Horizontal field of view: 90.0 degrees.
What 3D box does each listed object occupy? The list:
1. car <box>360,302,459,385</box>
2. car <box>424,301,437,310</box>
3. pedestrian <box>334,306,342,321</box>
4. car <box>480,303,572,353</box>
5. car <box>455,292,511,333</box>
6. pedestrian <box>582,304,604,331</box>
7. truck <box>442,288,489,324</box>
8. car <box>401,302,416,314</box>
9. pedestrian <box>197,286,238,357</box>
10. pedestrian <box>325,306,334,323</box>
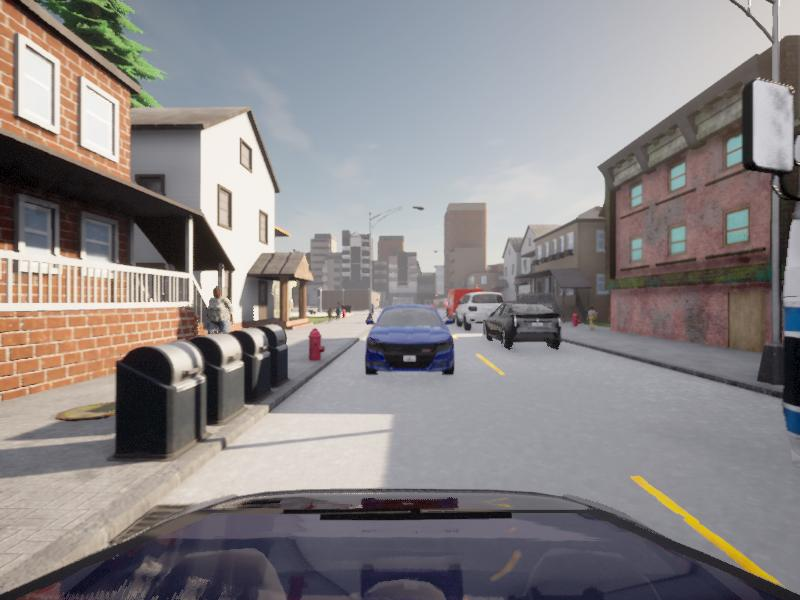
[{"bbox_3d":[0.242,0.848,10.153,1.882,1.535,5.008,0,0,1],"label":"car"},{"bbox_3d":[5.790,1.006,77.467,2.242,1.667,4.611,0,0,1],"label":"car"},{"bbox_3d":[-4.557,0.980,29.454,0.500,1.100,0.500,0,0,2],"label":"pedestrian"},{"bbox_3d":[4.338,0.864,14.613,2.007,1.525,4.514,0,0,1],"label":"car"},{"bbox_3d":[4.535,0.623,22.776,2.150,2.045,5.566,0,0,1],"label":"car"},{"bbox_3d":[9.667,0.862,20.089,0.751,1.300,0.751,0,0,2],"label":"pedestrian"},{"bbox_3d":[4.791,0.428,30.240,2.627,2.467,5.204,0,0,0],"label":"truck"},{"bbox_3d":[1.144,0.961,51.340,1.837,1.490,4.892,0,0,1],"label":"car"},{"bbox_3d":[-4.953,0.559,10.887,0.751,1.860,0.751,0,0,4],"label":"pedestrian"},{"bbox_3d":[-4.654,0.974,26.463,0.500,1.100,0.500,0,0,1],"label":"pedestrian"}]
